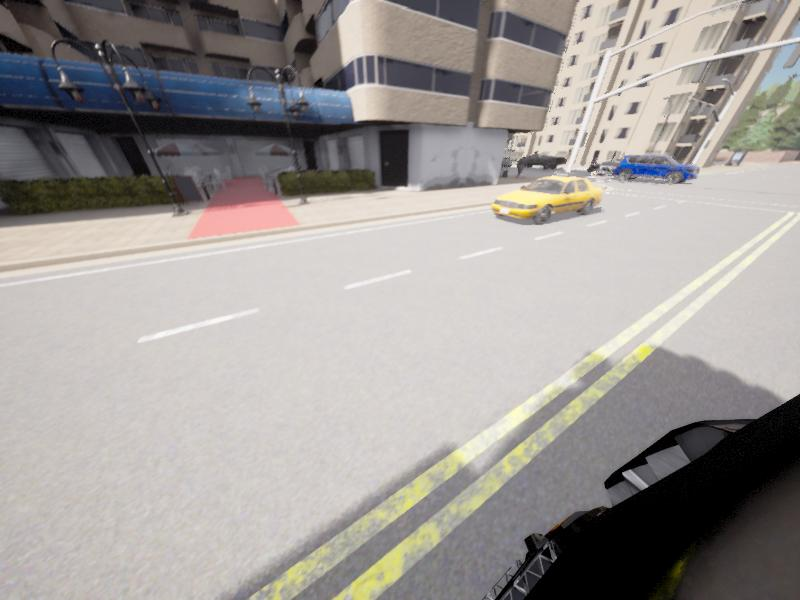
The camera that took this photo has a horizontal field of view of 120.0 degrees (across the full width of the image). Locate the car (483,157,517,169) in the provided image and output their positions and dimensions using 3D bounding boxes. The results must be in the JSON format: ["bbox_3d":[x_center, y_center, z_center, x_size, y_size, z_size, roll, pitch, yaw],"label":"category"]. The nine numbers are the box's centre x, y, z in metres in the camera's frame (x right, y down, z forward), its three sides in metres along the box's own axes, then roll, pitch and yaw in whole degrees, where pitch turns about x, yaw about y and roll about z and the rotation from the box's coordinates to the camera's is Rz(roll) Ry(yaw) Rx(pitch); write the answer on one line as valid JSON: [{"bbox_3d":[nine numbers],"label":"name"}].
[{"bbox_3d":[16.950,-23.510,39.521,2.033,1.649,4.856,-18,36,-25],"label":"car"}]

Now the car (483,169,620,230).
[{"bbox_3d":[6.092,-4.208,9.262,5.366,1.575,1.801,-17,36,-25],"label":"car"}]

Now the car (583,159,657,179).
[{"bbox_3d":[23.407,-14.191,24.872,1.930,1.638,5.238,-20,38,-29],"label":"car"}]

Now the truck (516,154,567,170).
[{"bbox_3d":[22.524,-22.263,37.122,2.390,2.098,6.274,-18,36,-25],"label":"truck"}]

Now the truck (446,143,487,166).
[{"bbox_3d":[13.924,-30.932,49.131,2.891,3.827,8.468,-17,36,-25],"label":"truck"}]

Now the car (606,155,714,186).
[{"bbox_3d":[22.268,-11.472,20.225,2.150,2.045,5.566,-18,37,-26],"label":"car"}]

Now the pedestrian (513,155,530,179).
[{"bbox_3d":[11.334,-12.439,21.596,0.751,1.860,0.751,28,42,36],"label":"pedestrian"}]
